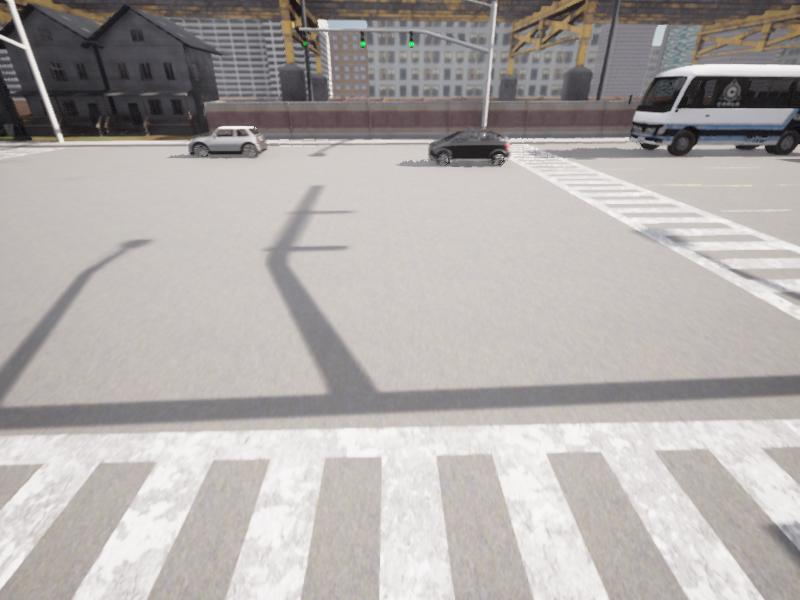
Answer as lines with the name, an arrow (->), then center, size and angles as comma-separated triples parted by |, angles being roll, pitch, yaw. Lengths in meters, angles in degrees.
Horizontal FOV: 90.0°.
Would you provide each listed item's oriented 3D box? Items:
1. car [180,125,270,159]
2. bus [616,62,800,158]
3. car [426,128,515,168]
car -> -9.218, -8.482, 21.416 | 3.806, 1.475, 1.970 | -1, 27, -2
bus -> 18.149, -10.139, 21.450 | 10.273, 4.253, 3.944 | -1, 27, -2
car -> 3.170, -7.125, 18.641 | 3.705, 1.549, 1.789 | -1, 27, -2
